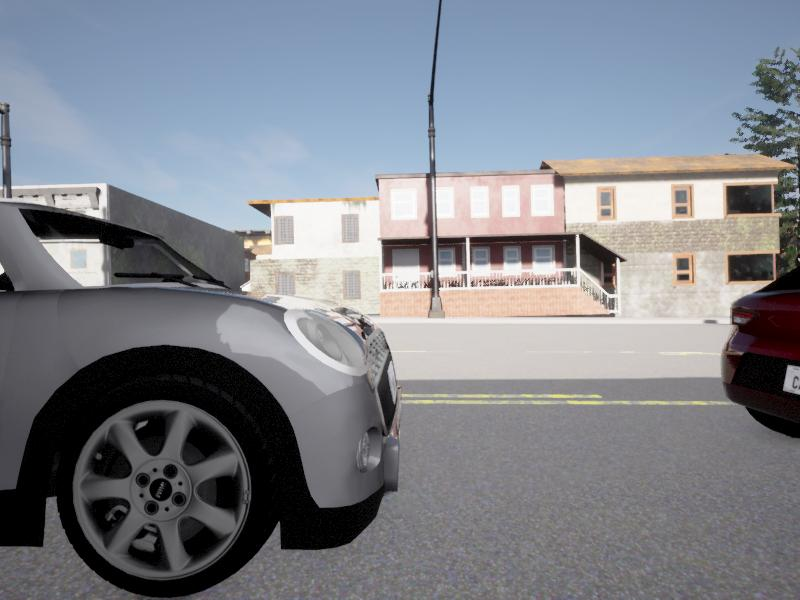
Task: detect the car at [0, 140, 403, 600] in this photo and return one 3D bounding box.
[{"bbox_3d":[-1.899,0.258,2.237,3.806,1.475,1.970,0,0,1],"label":"car"}]

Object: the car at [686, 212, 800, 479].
[{"bbox_3d":[4.307,0.260,2.168,4.193,1.474,1.816,0,0,1],"label":"car"}]
